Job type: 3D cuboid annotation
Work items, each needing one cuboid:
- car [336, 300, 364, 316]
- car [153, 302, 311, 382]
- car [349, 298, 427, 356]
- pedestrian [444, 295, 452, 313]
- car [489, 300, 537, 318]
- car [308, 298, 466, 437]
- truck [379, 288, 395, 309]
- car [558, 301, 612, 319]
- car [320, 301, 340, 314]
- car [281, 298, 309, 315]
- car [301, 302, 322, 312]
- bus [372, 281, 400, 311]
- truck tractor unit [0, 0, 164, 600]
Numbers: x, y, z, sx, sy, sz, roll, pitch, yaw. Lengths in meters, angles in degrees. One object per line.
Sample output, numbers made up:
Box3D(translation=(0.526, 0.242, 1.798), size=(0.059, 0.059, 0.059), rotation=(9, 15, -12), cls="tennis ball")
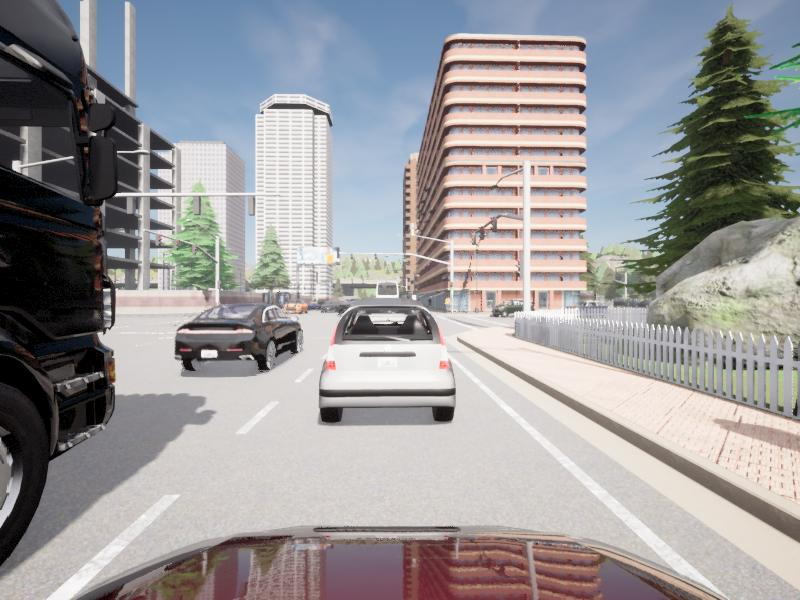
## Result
Box3D(translation=(-5.105, 0.772, 41.811), size=(1.930, 1.638, 5.238), rotation=(0, 0, 4), cls="car")
Box3D(translation=(-3.825, 0.837, 10.274), size=(2.128, 1.511, 4.902), rotation=(0, 0, -2), cls="car")
Box3D(translation=(-0.398, 0.757, 13.737), size=(2.242, 1.667, 4.611), rotation=(0, 0, -1), cls="car")
Box3D(translation=(4.881, 0.436, 40.986), size=(0.751, 1.860, 0.751), rotation=(0, 0, -1), cls="pedestrian")
Box3D(translation=(10.037, 0.759, 35.522), size=(3.705, 1.549, 1.789), rotation=(0, 0, -14), cls="car")
Box3D(translation=(-0.207, 0.788, 6.686), size=(1.851, 1.617, 3.988), rotation=(0, 0, -2), cls="car")
Box3D(translation=(-2.429, -0.325, 76.718), size=(2.891, 3.827, 8.468), rotation=(0, 0, -2), cls="truck")
Box3D(translation=(15.441, 0.798, 33.417), size=(3.806, 1.475, 1.970), rotation=(0, 0, -22), cls="car")
Box3D(translation=(-8.566, 0.844, 49.348), size=(1.837, 1.490, 4.892), rotation=(0, 0, -2), cls="car")
Box3D(translation=(-11.956, 0.694, 45.747), size=(2.097, 1.767, 4.553), rotation=(0, 0, -2), cls="car")
Box3D(translation=(-12.275, 0.944, 55.767), size=(1.895, 1.301, 4.718), rotation=(0, 0, -2), cls="car")
Box3D(translation=(-2.067, -0.534, 61.354), size=(3.944, 4.253, 10.273), rotation=(0, 0, -2), cls="bus")
Box3D(translation=(-3.403, -0.516, 0.105), size=(3.053, 4.208, 6.516), rotation=(0, 0, -3), cls="truck tractor unit")
